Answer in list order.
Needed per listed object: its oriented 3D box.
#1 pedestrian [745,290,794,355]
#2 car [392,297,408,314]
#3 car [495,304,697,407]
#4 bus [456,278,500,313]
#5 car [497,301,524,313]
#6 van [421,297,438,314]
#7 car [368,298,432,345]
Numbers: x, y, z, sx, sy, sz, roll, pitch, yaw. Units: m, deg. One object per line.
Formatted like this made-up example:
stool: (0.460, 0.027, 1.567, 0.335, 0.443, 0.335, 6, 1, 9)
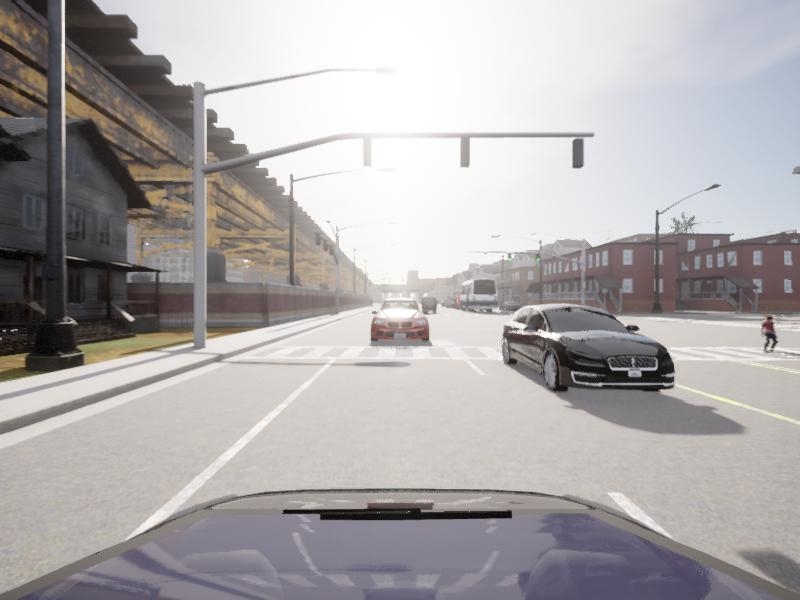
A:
pedestrian: (10.915, 0.637, 11.834, 0.751, 1.860, 0.751, 0, 0, -5)
car: (-0.003, 0.644, 48.782, 1.905, 1.878, 3.866, 0, 0, 0)
car: (3.499, 0.844, 8.392, 1.837, 1.490, 4.892, 0, 0, 0)
bus: (10.378, -0.537, 54.575, 3.944, 4.253, 10.273, 0, 0, 0)
car: (14.002, 0.892, 50.957, 2.033, 1.411, 5.357, 0, 0, 0)
van: (3.500, 0.596, 48.599, 1.775, 1.987, 4.442, 0, 0, 0)
car: (0.000, 0.756, 16.395, 2.242, 1.667, 4.611, 0, 0, 0)
